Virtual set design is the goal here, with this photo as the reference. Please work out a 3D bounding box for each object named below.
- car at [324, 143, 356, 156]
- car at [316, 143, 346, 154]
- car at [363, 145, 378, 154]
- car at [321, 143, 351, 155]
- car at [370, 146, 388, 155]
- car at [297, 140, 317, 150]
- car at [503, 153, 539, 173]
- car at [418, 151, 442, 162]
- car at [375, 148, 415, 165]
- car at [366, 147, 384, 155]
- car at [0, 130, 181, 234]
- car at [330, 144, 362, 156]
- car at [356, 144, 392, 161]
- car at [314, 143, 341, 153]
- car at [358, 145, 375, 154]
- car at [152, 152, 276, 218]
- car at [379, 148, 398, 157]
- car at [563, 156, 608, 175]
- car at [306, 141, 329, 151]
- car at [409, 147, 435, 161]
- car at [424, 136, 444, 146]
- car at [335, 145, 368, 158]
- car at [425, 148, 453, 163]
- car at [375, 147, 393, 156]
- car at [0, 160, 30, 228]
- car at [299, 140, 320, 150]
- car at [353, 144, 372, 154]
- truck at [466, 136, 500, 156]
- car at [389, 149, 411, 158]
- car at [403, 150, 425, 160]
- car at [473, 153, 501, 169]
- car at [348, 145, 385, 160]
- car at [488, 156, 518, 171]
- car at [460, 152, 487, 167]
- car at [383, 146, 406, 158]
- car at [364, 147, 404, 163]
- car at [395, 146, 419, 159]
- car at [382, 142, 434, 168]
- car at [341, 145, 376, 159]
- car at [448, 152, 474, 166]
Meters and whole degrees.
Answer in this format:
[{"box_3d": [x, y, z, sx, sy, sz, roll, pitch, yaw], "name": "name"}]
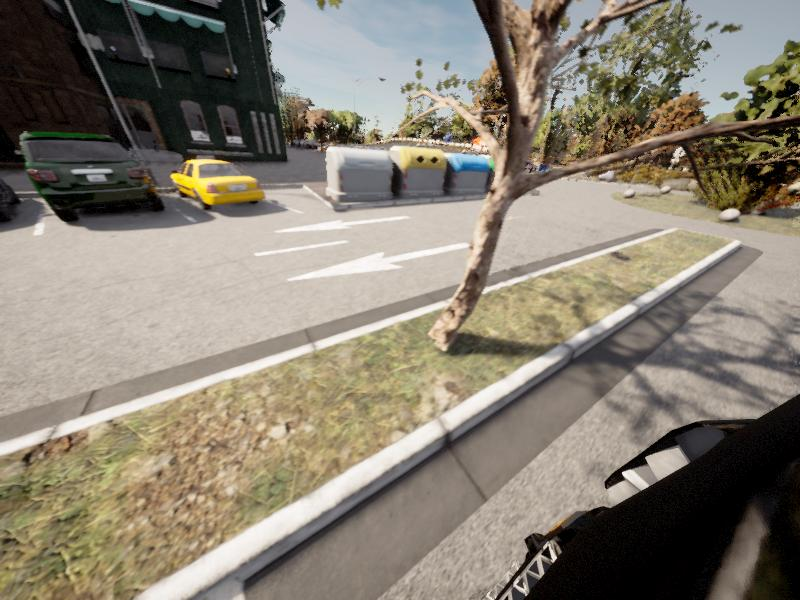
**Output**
[{"box_3d": [-10.728, -27.034, 41.551, 1.946, 1.575, 5.366, 28, 40, 31], "name": "car"}, {"box_3d": [-13.619, -30.003, 45.775, 1.946, 1.575, 5.366, 28, 40, 31], "name": "car"}, {"box_3d": [-8.622, -44.175, 67.904, 1.878, 1.987, 4.442, 28, 39, 31], "name": "car"}, {"box_3d": [-12.062, -28.592, 43.792, 2.097, 1.535, 5.008, 28, 40, 31], "name": "car"}, {"box_3d": [-5.781, -41.006, 63.547, 2.185, 1.767, 4.553, 28, 39, 31], "name": "car"}, {"box_3d": [-25.136, -42.094, 62.593, 1.878, 1.987, 4.442, 28, 40, 31], "name": "car"}, {"box_3d": [16.429, -18.389, 31.163, 2.435, 2.045, 5.566, 28, 39, 31], "name": "car"}, {"box_3d": [6.037, -28.741, 46.370, 2.163, 1.488, 4.792, 28, 39, 31], "name": "car"}, {"box_3d": [-0.495, -16.681, 26.916, 2.002, 1.452, 4.674, 28, 40, 31], "name": "car"}, {"box_3d": [-7.229, -42.424, 65.791, 2.231, 1.521, 4.892, 28, 39, 31], "name": "car"}, {"box_3d": [-9.677, -3.988, 7.278, 5.566, 2.045, 2.435, 26, 40, 32], "name": "car"}, {"box_3d": [-9.161, -25.618, 39.561, 2.097, 1.535, 5.008, 27, 40, 32], "name": "car"}, {"box_3d": [-3.399, -19.777, 31.030, 2.185, 1.767, 4.553, 27, 40, 32], "name": "car"}, {"box_3d": [-14.941, -31.548, 48.051, 2.163, 1.488, 4.792, 27, 40, 32], "name": "car"}, {"box_3d": [-10.153, -45.573, 70.053, 2.185, 1.767, 4.553, 28, 39, 31], "name": "car"}, {"box_3d": [-7.183, -4.597, 8.805, 5.366, 1.575, 1.946, 26, 40, 32], "name": "car"}, {"box_3d": [-2.829, -37.840, 59.313, 2.163, 1.488, 4.792, 28, 39, 31], "name": "car"}, {"box_3d": [24.477, -17.859, 30.659, 1.851, 1.617, 3.988, -13, 40, -26], "name": "car"}, {"box_3d": [-19.304, -36.106, 54.261, 2.185, 1.767, 4.553, 27, 40, 32], "name": "car"}, {"box_3d": [4.622, -30.516, 48.418, 2.435, 2.045, 5.566, 28, 39, 31], "name": "car"}, {"box_3d": [7.880, -37.241, 54.160, 2.007, 1.525, 4.514, -14, 41, -26], "name": "car"}, {"box_3d": [-7.737, -24.099, 37.448, 2.163, 1.488, 4.792, 28, 40, 31], "name": "car"}, {"box_3d": [7.540, -27.461, 44.062, 2.435, 2.045, 5.566, 28, 39, 31], "name": "car"}, {"box_3d": [-4.294, -39.488, 61.389, 2.185, 1.767, 4.553, 28, 39, 31], "name": "car"}, {"box_3d": [-12.277, -2.989, 6.122, 4.674, 1.452, 2.002, 26, 40, 32], "name": "car"}, {"box_3d": [-23.690, -40.609, 60.481, 1.878, 1.987, 4.442, 28, 40, 31], "name": "car"}, {"box_3d": [-11.655, -47.172, 72.100, 2.435, 2.045, 5.566, 28, 39, 31], "name": "car"}, {"box_3d": [15.442, -28.832, 43.292, 2.627, 2.467, 5.204, -14, 42, -26], "name": "truck"}, {"box_3d": [0.031, -34.777, 54.876, 1.946, 1.575, 5.366, 28, 39, 31], "name": "car"}, {"box_3d": [3.088, -31.811, 50.690, 2.231, 1.521, 4.892, 28, 39, 31], "name": "car"}, {"box_3d": [13.432, -21.293, 35.503, 2.185, 1.767, 4.553, 28, 39, 31], "name": "car"}, {"box_3d": [-4.716, -21.244, 33.352, 1.946, 1.575, 5.366, 27, 40, 32], "name": "car"}, {"box_3d": [14.927, -19.681, 33.436, 2.231, 1.521, 4.892, 28, 39, 31], "name": "car"}, {"box_3d": [12.000, -22.829, 37.699, 2.185, 1.767, 4.553, 28, 39, 31], "name": "car"}, {"box_3d": [-1.290, -36.582, 57.046, 2.435, 2.045, 5.566, 28, 39, 31], "name": "car"}, {"box_3d": [-1.942, -18.197, 29.004, 2.231, 1.521, 4.892, 27, 40, 32], "name": "car"}, {"box_3d": [1.622, -33.528, 52.692, 2.435, 2.045, 5.566, 28, 39, 31], "name": "car"}, {"box_3d": [0.957, -15.426, 24.623, 2.435, 2.045, 5.566, 28, 40, 31], "name": "car"}, {"box_3d": [-6.275, -22.648, 35.337, 2.231, 1.521, 4.892, 27, 40, 32], "name": "car"}, {"box_3d": [10.515, -24.346, 39.857, 2.185, 1.767, 4.553, 28, 39, 31], "name": "car"}]
